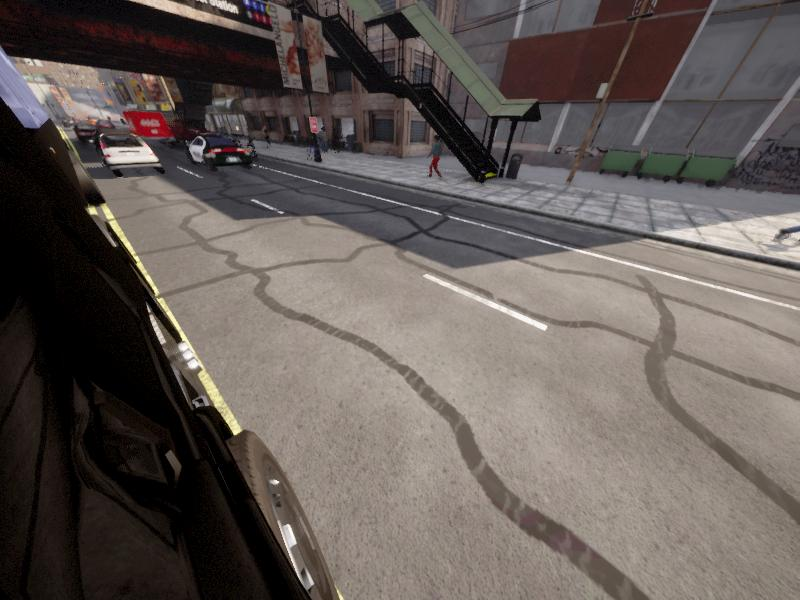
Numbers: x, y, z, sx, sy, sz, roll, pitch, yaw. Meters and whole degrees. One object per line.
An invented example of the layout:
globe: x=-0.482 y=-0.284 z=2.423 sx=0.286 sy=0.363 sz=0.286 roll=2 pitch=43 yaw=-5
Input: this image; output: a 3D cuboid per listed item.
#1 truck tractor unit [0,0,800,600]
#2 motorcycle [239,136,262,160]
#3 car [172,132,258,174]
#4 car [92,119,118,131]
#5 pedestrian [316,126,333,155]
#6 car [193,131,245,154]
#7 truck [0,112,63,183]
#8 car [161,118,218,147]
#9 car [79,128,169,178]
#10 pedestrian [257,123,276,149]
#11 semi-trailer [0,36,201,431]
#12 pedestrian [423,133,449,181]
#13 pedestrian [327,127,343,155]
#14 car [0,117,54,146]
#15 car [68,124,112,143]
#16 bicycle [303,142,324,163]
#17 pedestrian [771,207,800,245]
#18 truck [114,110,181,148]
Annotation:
truck tractor unit: x=-2.645 y=-0.295 z=0.351 sx=6.516 sy=4.208 sz=3.053 roll=28 pitch=44 yaw=30
motorcycle: x=-10.489 y=-10.769 z=16.323 sx=0.764 sy=1.277 sz=2.356 roll=-11 pitch=39 yaw=-17
car: x=-10.285 y=-8.269 z=12.803 sx=4.974 sy=1.542 sz=2.038 roll=28 pitch=44 yaw=31
car: x=-50.082 y=-29.752 z=39.239 sx=4.181 sy=1.385 sz=1.994 roll=28 pitch=44 yaw=30
pedestrian: x=-6.156 y=-13.005 z=18.854 sx=0.751 sy=1.860 sz=0.751 roll=-25 pitch=45 yaw=-32
car: x=-15.445 y=-13.482 z=19.663 sx=4.718 sy=1.301 sz=1.895 roll=28 pitch=44 yaw=30
truck: x=-16.850 y=-6.520 z=9.620 sx=6.274 sy=2.098 sz=2.390 roll=28 pitch=44 yaw=30
car: x=-21.089 y=-16.792 z=23.132 sx=5.566 sy=2.045 sz=2.435 roll=28 pitch=44 yaw=30
car: x=-13.061 y=-7.050 z=10.935 sx=3.988 sy=1.617 sz=1.851 roll=29 pitch=44 yaw=30
pedestrian: x=-12.100 y=-14.874 z=20.984 sx=0.751 sy=1.860 sz=0.751 roll=30 pitch=45 yaw=32
semi-trailer: x=-8.664 y=-3.626 z=4.264 sx=14.254 sy=4.402 sz=2.717 roll=29 pitch=44 yaw=30
pedestrian: x=1.723 y=-6.883 z=11.141 sx=0.751 sy=1.860 sz=0.751 roll=25 pitch=42 yaw=27
pedestrian: x=-5.353 y=-13.151 z=19.100 sx=0.751 sy=1.860 sz=0.751 roll=29 pitch=44 yaw=30
car: x=-30.647 y=-13.895 z=18.973 sx=5.238 sy=1.638 sz=1.930 roll=29 pitch=44 yaw=30
car: x=-29.806 y=-16.045 z=22.198 sx=4.718 sy=1.301 sz=1.895 roll=28 pitch=44 yaw=30
bicycle: x=-5.645 y=-9.629 z=15.078 sx=1.643 sy=1.024 sz=0.373 roll=28 pitch=34 yaw=30
pedestrian: x=10.505 y=-2.266 z=5.504 sx=0.751 sy=1.860 sz=0.751 roll=28 pitch=44 yaw=30
truck: x=-22.975 y=-15.582 z=21.028 sx=5.204 sy=2.467 sz=2.627 roll=28 pitch=44 yaw=30
